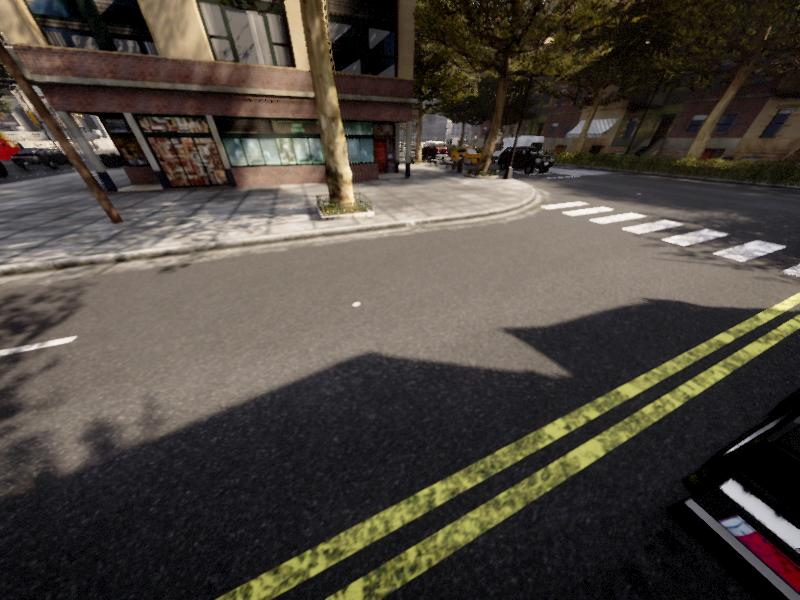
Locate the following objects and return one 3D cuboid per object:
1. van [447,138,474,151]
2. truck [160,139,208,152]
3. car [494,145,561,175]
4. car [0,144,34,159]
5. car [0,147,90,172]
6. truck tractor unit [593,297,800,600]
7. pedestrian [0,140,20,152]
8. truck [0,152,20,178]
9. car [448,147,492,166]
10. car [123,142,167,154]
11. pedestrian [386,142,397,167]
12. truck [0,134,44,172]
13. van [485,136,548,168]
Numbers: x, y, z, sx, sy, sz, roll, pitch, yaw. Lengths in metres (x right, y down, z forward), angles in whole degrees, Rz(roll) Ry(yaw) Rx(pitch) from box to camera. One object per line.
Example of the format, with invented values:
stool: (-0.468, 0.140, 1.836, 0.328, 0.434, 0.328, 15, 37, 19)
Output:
van: (14.554, -37.353, 55.419, 5.915, 2.561, 1.988, -12, 37, -17)
truck: (-43.175, -31.106, 46.422, 6.274, 2.098, 2.390, -12, 37, -17)
car: (10.523, -11.940, 19.542, 1.932, 1.855, 4.605, -12, 37, -18)
car: (-50.415, -18.952, 29.429, 1.789, 1.549, 3.705, -7, 35, -8)
car: (-30.455, -12.263, 20.024, 2.128, 1.511, 4.902, -12, 37, -17)
truck tractor unit: (5.237, -0.150, 0.588, 6.516, 4.208, 3.053, -13, 37, -18)
pedestrian: (-69.030, -27.248, 40.871, 0.751, 1.860, 0.751, -16, 38, -22)
truck: (-27.322, -7.891, 13.267, 2.390, 2.098, 6.274, -12, 37, -17)
car: (7.624, -16.051, 25.710, 1.882, 1.535, 5.008, -12, 37, -18)
car: (-44.223, -26.535, 40.239, 2.242, 1.667, 4.611, 25, 42, 31)
pedestrian: (-0.716, -13.054, 20.762, 0.751, 1.860, 0.751, -13, 37, -18)
truck: (-33.631, -11.818, 18.525, 2.627, 2.467, 5.204, -12, 37, -17)
van: (11.910, -15.684, 24.340, 1.988, 2.561, 5.915, -12, 37, -18)
